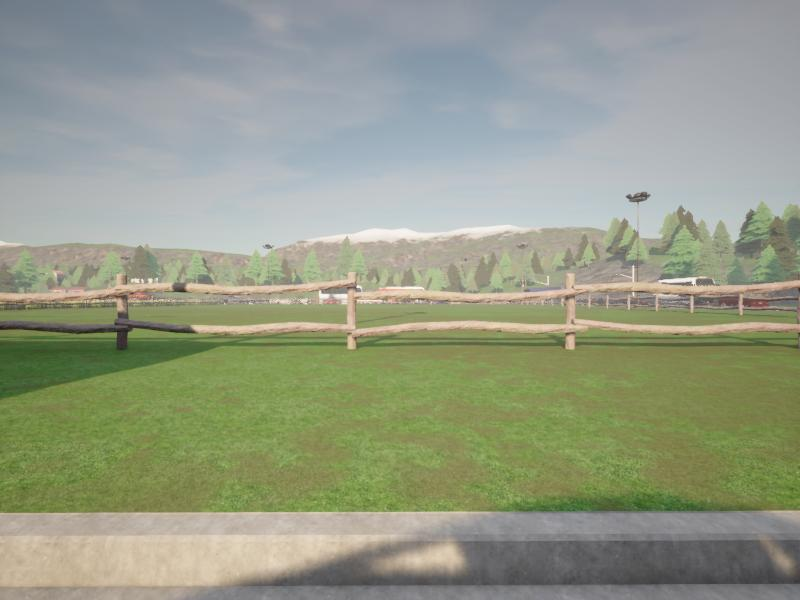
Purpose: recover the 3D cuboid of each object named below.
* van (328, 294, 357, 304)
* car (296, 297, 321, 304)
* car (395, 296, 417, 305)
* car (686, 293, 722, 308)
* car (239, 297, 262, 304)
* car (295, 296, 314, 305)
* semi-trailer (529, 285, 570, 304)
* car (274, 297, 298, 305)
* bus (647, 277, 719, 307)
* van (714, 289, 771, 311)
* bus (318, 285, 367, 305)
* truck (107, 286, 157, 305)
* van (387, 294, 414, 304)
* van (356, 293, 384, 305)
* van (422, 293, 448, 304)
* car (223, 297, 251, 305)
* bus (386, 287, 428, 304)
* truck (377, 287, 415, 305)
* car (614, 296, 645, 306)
[{"bbox_3d":[-13.197,-0.222,91.895,6.366,2.431,2.351,0,0,-1],"label":"van"},{"bbox_3d":[-20.889,0.171,91.819,5.238,1.638,1.930,0,0,-1],"label":"car"},{"bbox_3d":[1.316,0.052,85.044,4.605,1.855,1.932,0,0,-1],"label":"car"},{"bbox_3d":[40.344,0.048,53.186,1.905,1.878,3.866,0,0,0],"label":"car"},{"bbox_3d":[-35.440,0.224,95.173,4.611,1.667,2.242,0,0,-1],"label":"car"},{"bbox_3d":[-21.061,0.046,88.317,3.866,1.878,1.905,0,0,-1],"label":"car"},{"bbox_3d":[37.030,-1.221,99.971,2.717,4.402,14.254,0,0,-11],"label":"semi-trailer"},{"bbox_3d":[-24.104,0.154,84.788,4.611,1.667,2.242,0,0,-1],"label":"car"},{"bbox_3d":[43.733,-1.135,62.510,3.944,4.253,10.273,0,0,0],"label":"bus"},{"bbox_3d":[33.314,-0.002,39.100,1.775,1.987,4.442,0,0,0],"label":"van"},{"bbox_3d":[-12.581,-1.134,88.525,10.273,4.253,3.944,0,0,-1],"label":"bus"},{"bbox_3d":[-56.464,-0.925,84.453,8.468,3.827,2.891,0,0,-1],"label":"truck"},{"bbox_3d":[0.214,-0.222,95.533,6.366,2.431,2.351,0,0,-1],"label":"van"},{"bbox_3d":[-6.367,-0.277,84.962,5.915,2.561,1.988,0,0,-1],"label":"van"},{"bbox_3d":[8.074,-0.278,92.113,5.915,2.561,1.988,0,0,0],"label":"van"},{"bbox_3d":[-34.484,0.171,84.681,5.238,1.638,1.930,0,0,-1],"label":"car"},{"bbox_3d":[1.668,-1.134,99.170,10.273,4.253,3.944,0,0,-1],"label":"bus"},{"bbox_3d":[-0.890,-0.921,88.518,8.468,3.827,2.891,0,0,-1],"label":"truck"},{"bbox_3d":[36.852,0.156,64.429,2.242,1.667,4.611,0,0,0],"label":"car"}]
